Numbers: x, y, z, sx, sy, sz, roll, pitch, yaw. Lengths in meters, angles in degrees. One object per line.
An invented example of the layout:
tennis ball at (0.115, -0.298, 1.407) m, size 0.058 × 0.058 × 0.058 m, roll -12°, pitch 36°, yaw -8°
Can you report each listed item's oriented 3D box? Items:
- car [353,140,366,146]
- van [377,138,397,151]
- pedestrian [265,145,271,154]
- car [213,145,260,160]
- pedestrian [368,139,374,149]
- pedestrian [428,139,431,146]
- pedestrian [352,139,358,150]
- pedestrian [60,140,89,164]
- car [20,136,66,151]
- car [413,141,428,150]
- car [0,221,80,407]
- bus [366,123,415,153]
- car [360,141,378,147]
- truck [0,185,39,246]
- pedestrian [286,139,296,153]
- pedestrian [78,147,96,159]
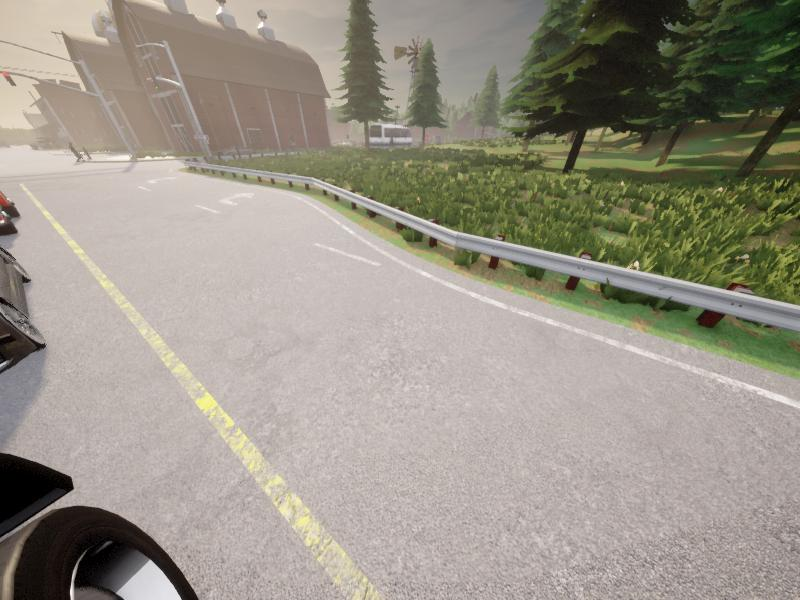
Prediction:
car at (-13.438, -52.057, 76.527) m, size 1.816 × 1.474 × 4.193 m, roll 22°, pitch 40°, yaw 27°
van at (-2.723, -33.519, 49.772) m, size 2.069 × 2.038 × 4.480 m, roll 22°, pitch 42°, yaw 28°
pedestrian at (-20.043, -22.890, 35.076) m, size 0.500 × 1.100 × 0.500 m, roll -28°, pitch 44°, yaw -34°
car at (-20.546, -18.656, 29.132) m, size 1.994 × 1.385 × 4.181 m, roll 22°, pitch 41°, yaw 28°
pedestrian at (-6.440, -34.765, 51.380) m, size 0.751 × 1.860 × 0.751 m, roll 27°, pitch 43°, yaw 33°
pedestrian at (8.845, -47.288, 69.278) m, size 0.751 × 1.860 × 0.751 m, roll 23°, pitch 41°, yaw 29°
pedestrian at (-9.360, -32.308, 47.869) m, size 0.751 × 1.860 × 0.751 m, roll 21°, pitch 40°, yaw 26°
pedestrian at (-31.637, -14.388, 22.475) m, size 0.751 × 1.860 × 0.751 m, roll 21°, pitch 40°, yaw 27°
car at (-65.223, -28.693, 42.297) m, size 3.866 × 1.878 × 1.905 m, roll -6°, pitch 41°, yaw -6°
car at (4.843, -35.998, 53.774) m, size 1.845 × 1.501 × 3.633 m, roll 22°, pitch 41°, yaw 28°
car at (-6.373, -0.094, 2.712) m, size 4.902 × 1.511 × 2.128 m, roll 22°, pitch 41°, yaw 28°
bus at (-1.579, -31.959, 45.660) m, size 3.944 × 4.253 × 10.273 m, roll 22°, pitch 41°, yaw 28°
car at (-8.926, -44.680, 66.096) m, size 4.902 × 1.511 × 2.128 m, roll 21°, pitch 40°, yaw 27°
truck at (-12.585, -2.885, 5.778) m, size 5.204 × 2.467 × 2.627 m, roll 22°, pitch 40°, yaw 27°
pedestrian at (-17.793, -25.222, 37.745) m, size 0.751 × 1.860 × 0.751 m, roll 24°, pitch 42°, yaw 30°
pedestrian at (-33.737, -15.818, 24.887) m, size 0.500 × 1.100 × 0.500 m, roll 1°, pitch 35°, yaw 1°
